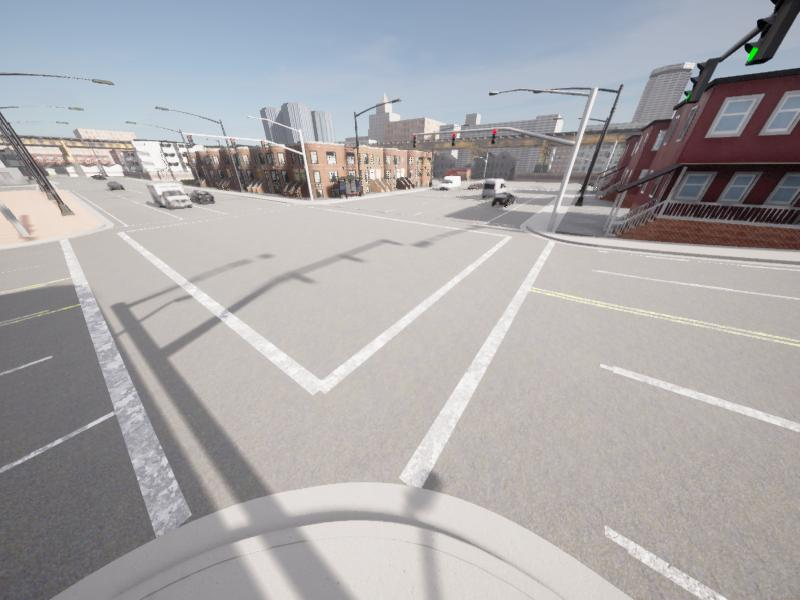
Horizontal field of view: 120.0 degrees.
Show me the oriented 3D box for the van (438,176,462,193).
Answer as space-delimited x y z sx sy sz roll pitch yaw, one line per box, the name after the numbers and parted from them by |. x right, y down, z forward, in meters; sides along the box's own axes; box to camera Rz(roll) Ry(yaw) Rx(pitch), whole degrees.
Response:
9.727 -22.541 44.803 1.988 2.561 5.915 20 36 31 | van

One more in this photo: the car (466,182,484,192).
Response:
15.034 -22.644 46.152 1.994 1.385 4.181 20 36 31 | car

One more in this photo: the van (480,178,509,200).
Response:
14.464 -16.921 35.066 1.988 2.561 5.915 21 36 32 | van

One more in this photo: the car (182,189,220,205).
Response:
-26.178 -13.576 30.303 4.902 1.511 2.128 20 36 31 | car

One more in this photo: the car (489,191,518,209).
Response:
12.594 -12.190 27.969 1.812 1.442 4.674 20 36 31 | car

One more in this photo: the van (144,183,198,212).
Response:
-26.087 -11.768 26.255 6.366 2.431 2.351 20 36 31 | van

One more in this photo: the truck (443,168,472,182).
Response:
18.775 -41.366 76.123 8.468 3.827 2.891 20 36 31 | truck
